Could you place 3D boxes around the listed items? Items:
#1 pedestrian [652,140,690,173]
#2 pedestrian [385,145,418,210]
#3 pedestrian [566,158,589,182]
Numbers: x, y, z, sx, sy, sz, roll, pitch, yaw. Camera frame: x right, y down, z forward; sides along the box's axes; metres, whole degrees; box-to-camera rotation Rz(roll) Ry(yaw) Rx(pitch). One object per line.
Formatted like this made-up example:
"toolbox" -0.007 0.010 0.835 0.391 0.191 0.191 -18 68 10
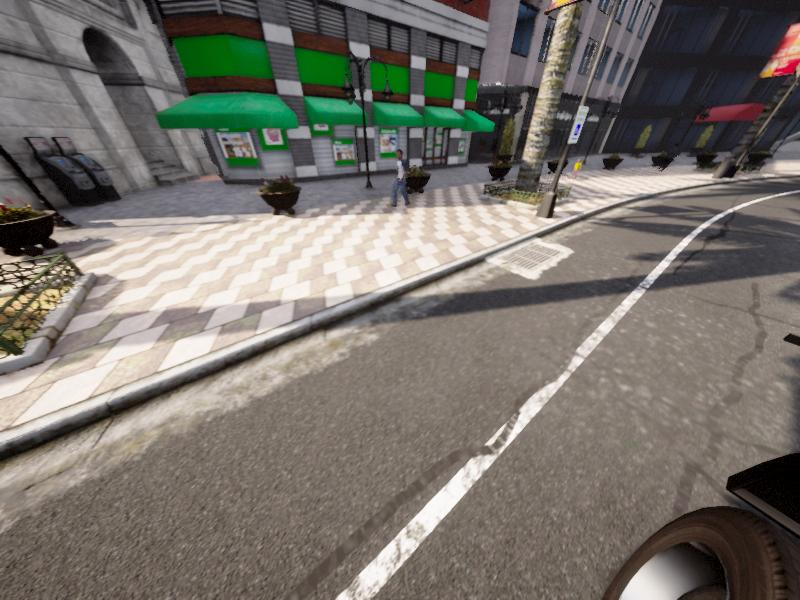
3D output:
"pedestrian" 18.040 -9.560 15.408 0.751 1.860 0.751 -18 39 -23
"pedestrian" 0.052 -4.194 7.936 0.751 1.860 0.751 -23 41 -28
"pedestrian" 9.884 -7.282 12.899 0.500 1.100 0.500 -17 38 -22
